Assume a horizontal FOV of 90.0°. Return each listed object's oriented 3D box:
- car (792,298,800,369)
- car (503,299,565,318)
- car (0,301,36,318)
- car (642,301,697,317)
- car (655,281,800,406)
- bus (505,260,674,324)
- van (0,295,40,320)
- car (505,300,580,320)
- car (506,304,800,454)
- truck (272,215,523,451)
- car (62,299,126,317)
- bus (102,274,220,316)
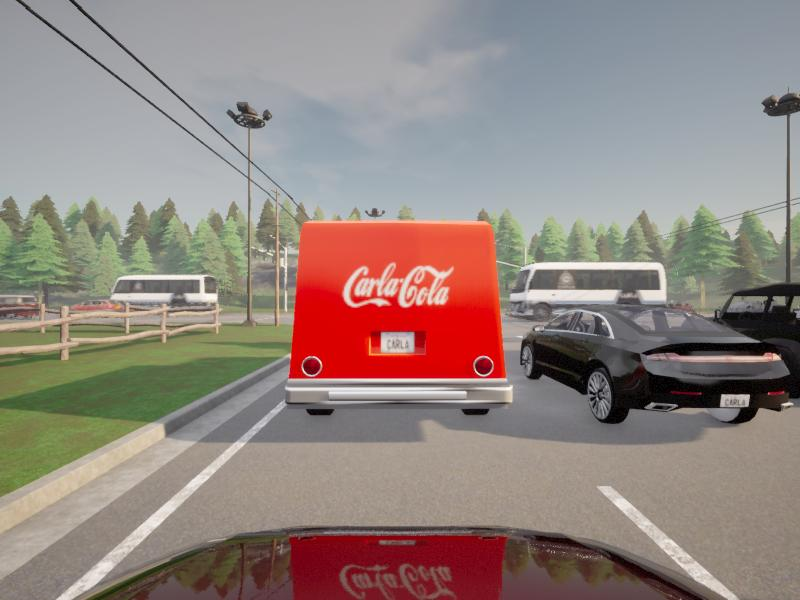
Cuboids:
[{"bbox_3d":[10.472,0.781,7.069,2.152,1.651,5.027,0,0,0],"label":"car"},{"bbox_3d":[11.880,0.777,35.765,4.856,1.649,2.033,0,0,0],"label":"car"},{"bbox_3d":[-35.937,0.851,35.809,4.792,1.488,2.163,0,0,0],"label":"car"},{"bbox_3d":[26.390,0.854,39.246,4.193,1.474,1.816,0,0,0],"label":"car"},{"bbox_3d":[6.960,0.646,7.491,1.905,1.878,3.866,0,0,0],"label":"car"},{"bbox_3d":[13.146,-0.533,28.641,10.273,4.253,3.944,0,0,0],"label":"bus"},{"bbox_3d":[-32.020,0.598,32.264,4.442,1.987,1.775,0,0,1],"label":"van"},{"bbox_3d":[11.419,0.801,32.264,5.366,1.575,1.801,0,0,0],"label":"car"},{"bbox_3d":[3.464,0.836,6.582,2.128,1.511,4.902,0,0,0],"label":"car"},{"bbox_3d":[-0.037,0.354,6.792,2.627,2.467,5.204,0,0,0],"label":"truck"},{"bbox_3d":[-29.963,0.756,39.285,4.611,1.667,2.242,0,0,1],"label":"car"},{"bbox_3d":[-25.177,-0.534,42.679,10.273,4.253,3.944,0,0,1],"label":"bus"}]
